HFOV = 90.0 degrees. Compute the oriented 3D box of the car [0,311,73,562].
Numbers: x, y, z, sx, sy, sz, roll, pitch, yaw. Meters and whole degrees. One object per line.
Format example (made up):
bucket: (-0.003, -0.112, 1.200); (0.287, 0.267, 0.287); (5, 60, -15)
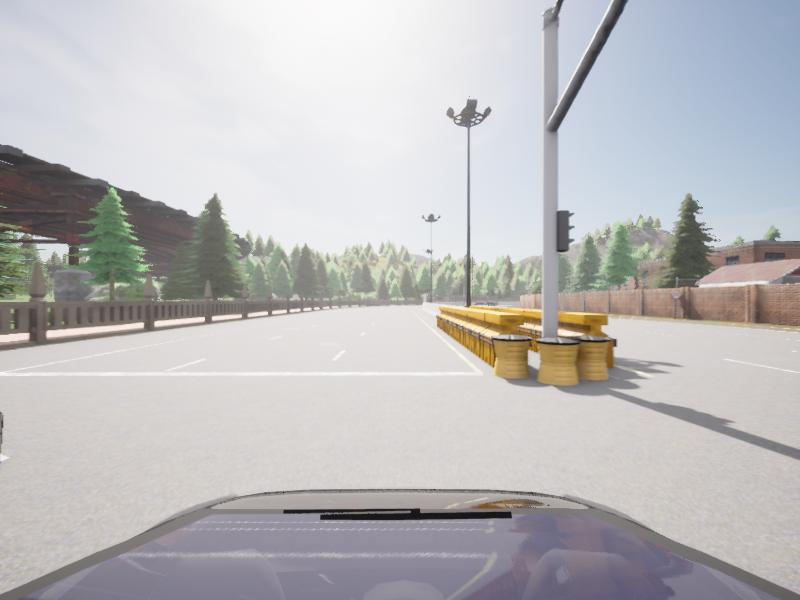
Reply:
car: (-3.499, 0.836, 0.525); (2.128, 1.511, 4.902); (0, 0, 0)
